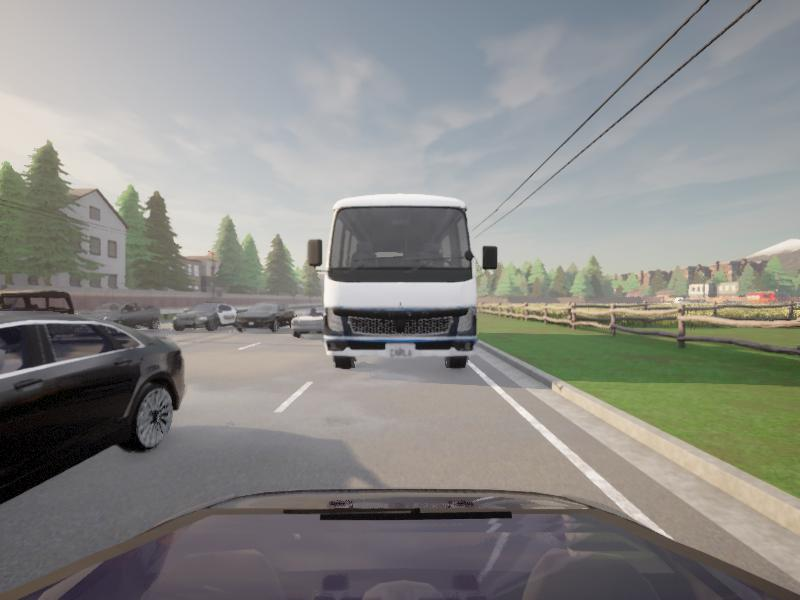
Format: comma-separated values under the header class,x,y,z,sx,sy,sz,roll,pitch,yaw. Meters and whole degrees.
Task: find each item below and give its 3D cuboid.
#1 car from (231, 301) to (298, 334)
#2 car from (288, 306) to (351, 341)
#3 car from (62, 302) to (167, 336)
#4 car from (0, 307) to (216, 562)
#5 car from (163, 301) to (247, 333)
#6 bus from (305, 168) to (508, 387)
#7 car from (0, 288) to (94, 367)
class,x,y,z,sx,sy,sz,roll,pitch,yaw
car,-6.993,0.846,21.307,1.882,1.535,5.008,0,0,0
car,-3.488,0.963,18.262,1.895,1.301,4.718,0,0,0
car,-13.987,0.851,20.011,2.007,1.525,4.514,0,0,0
car,-3.499,0.841,2.859,2.128,1.511,4.902,0,0,0
car,-10.389,0.853,21.831,2.038,1.542,4.974,0,0,1
bus,0.130,-0.529,12.932,3.944,4.253,10.273,0,1,0
car,-10.491,0.656,10.542,1.905,1.878,3.866,0,0,0
